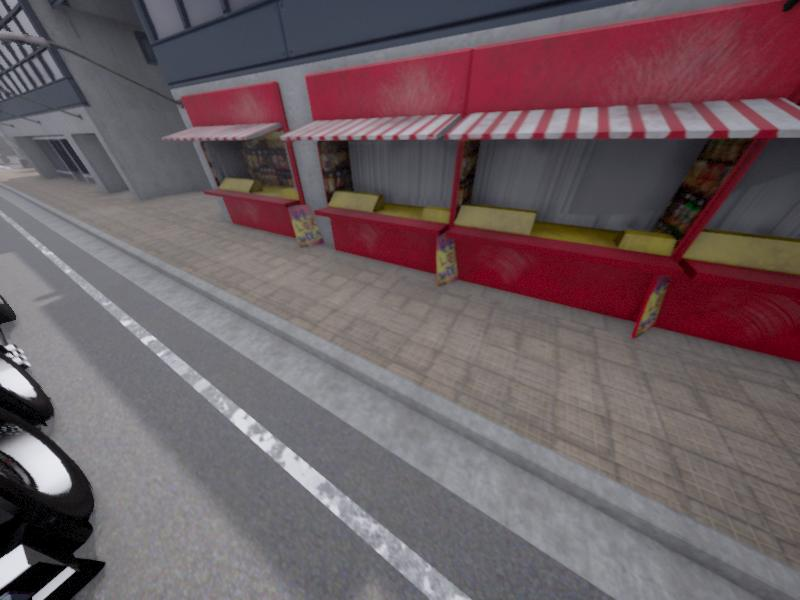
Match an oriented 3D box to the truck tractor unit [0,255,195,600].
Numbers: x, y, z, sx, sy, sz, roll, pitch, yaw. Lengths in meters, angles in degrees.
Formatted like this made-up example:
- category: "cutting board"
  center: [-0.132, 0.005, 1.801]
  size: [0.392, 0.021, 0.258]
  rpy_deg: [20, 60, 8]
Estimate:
- category: "truck tractor unit"
  center: [-5.093, -0.320, 0.799]
  size: [6.516, 4.208, 3.053]
  rpy_deg: [19, 39, 25]
